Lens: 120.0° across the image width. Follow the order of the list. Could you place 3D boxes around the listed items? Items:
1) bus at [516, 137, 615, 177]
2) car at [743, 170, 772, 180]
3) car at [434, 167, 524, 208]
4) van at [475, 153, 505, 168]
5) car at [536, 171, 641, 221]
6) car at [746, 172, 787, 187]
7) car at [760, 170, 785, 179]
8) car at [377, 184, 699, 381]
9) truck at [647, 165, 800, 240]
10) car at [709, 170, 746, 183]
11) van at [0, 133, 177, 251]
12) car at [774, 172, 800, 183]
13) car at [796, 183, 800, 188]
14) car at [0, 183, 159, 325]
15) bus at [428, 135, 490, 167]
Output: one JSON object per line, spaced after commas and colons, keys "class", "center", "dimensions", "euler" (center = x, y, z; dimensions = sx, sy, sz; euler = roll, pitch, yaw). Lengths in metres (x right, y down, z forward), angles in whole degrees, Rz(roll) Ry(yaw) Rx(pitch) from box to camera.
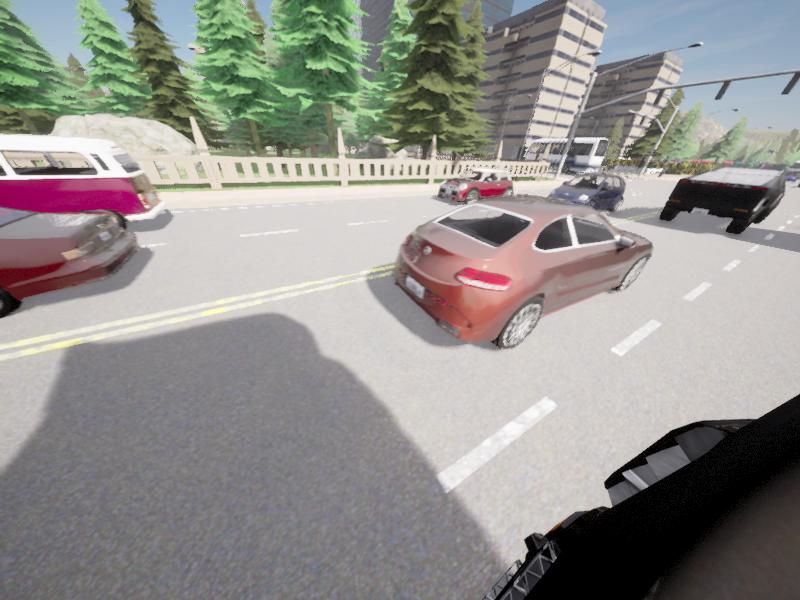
{"class": "bus", "center": [23.222, -20.919, 33.585], "dimensions": [3.944, 4.253, 10.273], "euler": [-16, 38, -26]}
{"class": "car", "center": [69.054, -24.107, 44.573], "dimensions": [4.974, 1.542, 2.038], "euler": [-16, 38, -26]}
{"class": "car", "center": [3.903, -5.740, 11.619], "dimensions": [3.806, 1.475, 1.970], "euler": [-16, 38, -26]}
{"class": "van", "center": [15.306, -23.957, 39.575], "dimensions": [1.775, 1.987, 4.442], "euler": [-17, 38, -27]}
{"class": "car", "center": [8.630, -4.893, 10.611], "dimensions": [3.988, 1.617, 1.851], "euler": [-16, 38, -26]}
{"class": "car", "center": [50.570, -16.655, 31.863], "dimensions": [4.974, 1.542, 2.038], "euler": [-16, 38, -26]}
{"class": "car", "center": [84.180, -28.383, 52.215], "dimensions": [4.856, 1.649, 2.033], "euler": [-16, 38, -26]}
{"class": "car", "center": [2.354, -0.900, 4.060], "dimensions": [5.027, 1.651, 2.152], "euler": [-16, 38, -26]}
{"class": "truck", "center": [13.822, -4.320, 9.729], "dimensions": [6.274, 2.098, 2.390], "euler": [-16, 38, -26]}
{"class": "car", "center": [48.426, -18.280, 34.148], "dimensions": [4.514, 1.525, 2.007], "euler": [-16, 38, -26]}
{"class": "van", "center": [-8.552, -2.473, 5.155], "dimensions": [4.480, 2.038, 2.069], "euler": [-16, 38, -26]}
{"class": "car", "center": [71.452, -22.492, 42.458], "dimensions": [4.514, 1.525, 2.007], "euler": [-16, 38, -26]}
{"class": "car", "center": [58.466, -16.686, 32.464], "dimensions": [5.238, 1.638, 1.930], "euler": [-16, 38, -26]}
{"class": "car", "center": [-7.032, -0.402, 2.744], "dimensions": [5.357, 1.411, 2.033], "euler": [-16, 38, -26]}
{"class": "bus", "center": [9.977, -26.449, 40.838], "dimensions": [3.944, 4.253, 10.273], "euler": [-17, 39, -28]}
